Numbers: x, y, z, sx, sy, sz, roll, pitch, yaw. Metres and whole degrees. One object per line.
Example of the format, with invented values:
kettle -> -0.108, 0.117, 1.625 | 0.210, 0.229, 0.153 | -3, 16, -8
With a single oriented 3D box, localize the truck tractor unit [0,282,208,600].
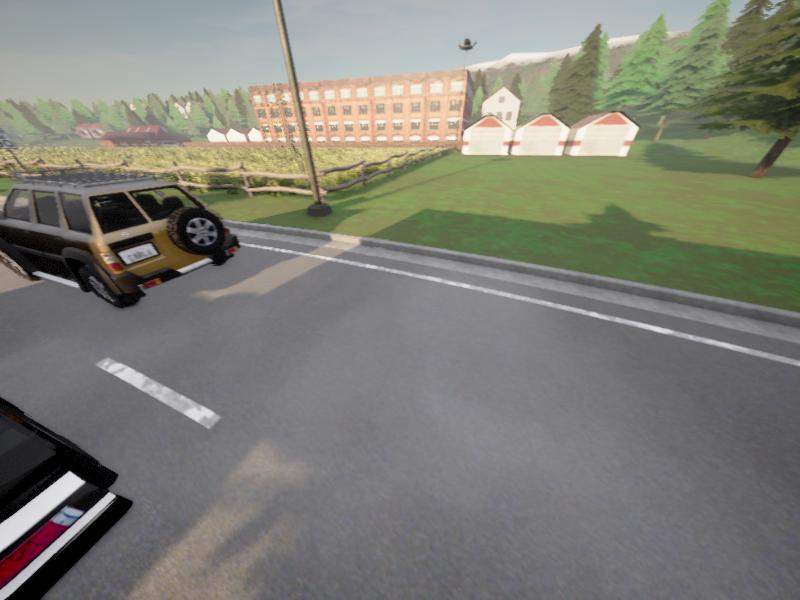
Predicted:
truck tractor unit -> -5.262, -0.112, 0.524 | 6.516, 4.208, 3.053 | 11, 37, 16

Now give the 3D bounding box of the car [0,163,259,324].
car -> -5.508, -1.352, 4.301 | 4.605, 1.855, 1.932 | 11, 36, 16
